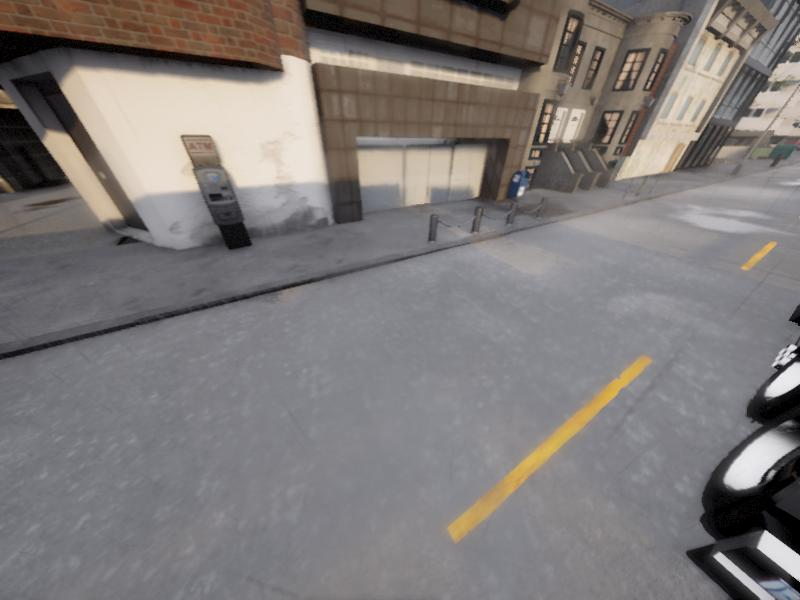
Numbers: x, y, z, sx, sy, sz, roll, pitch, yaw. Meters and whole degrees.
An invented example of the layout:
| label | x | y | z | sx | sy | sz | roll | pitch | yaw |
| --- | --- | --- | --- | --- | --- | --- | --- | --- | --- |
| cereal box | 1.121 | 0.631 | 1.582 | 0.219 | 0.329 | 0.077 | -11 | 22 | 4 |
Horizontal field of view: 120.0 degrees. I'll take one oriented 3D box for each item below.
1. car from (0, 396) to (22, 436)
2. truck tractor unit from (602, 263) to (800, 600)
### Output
| label | x | y | z | sx | sy | sz | roll | pitch | yaw |
| --- | --- | --- | --- | --- | --- | --- | --- | --- | --- |
| car | -5.228 | 1.554 | 0.433 | 4.193 | 1.474 | 1.816 | -18 | 39 | -24 |
| truck tractor unit | 5.108 | -0.305 | 0.783 | 6.516 | 4.208 | 3.053 | -18 | 39 | -24 |
